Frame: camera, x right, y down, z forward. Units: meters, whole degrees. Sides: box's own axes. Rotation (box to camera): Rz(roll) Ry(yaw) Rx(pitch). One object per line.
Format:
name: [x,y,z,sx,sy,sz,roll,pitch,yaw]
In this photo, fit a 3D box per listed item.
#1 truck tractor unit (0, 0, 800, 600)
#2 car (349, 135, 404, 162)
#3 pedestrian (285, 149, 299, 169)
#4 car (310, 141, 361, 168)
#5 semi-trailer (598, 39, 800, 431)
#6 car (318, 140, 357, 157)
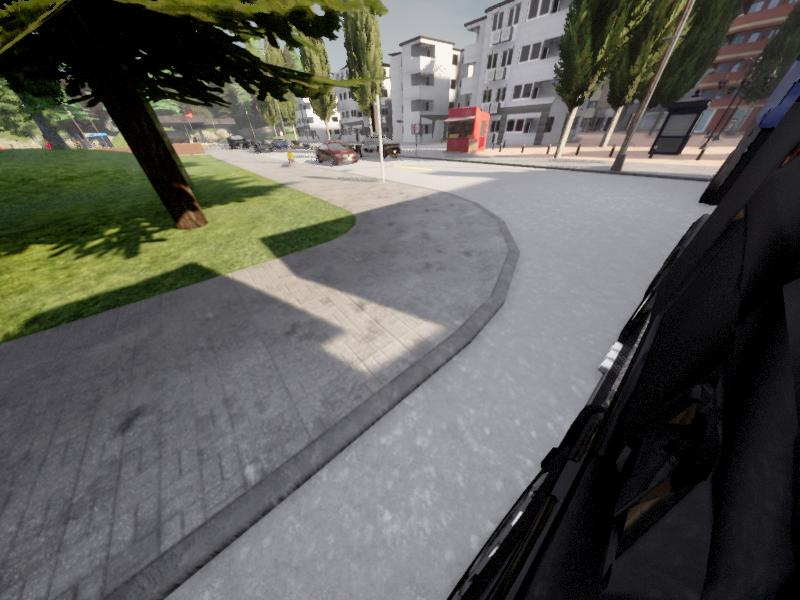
truck tractor unit: [2.645,-0.295,0.351,6.516,4.208,3.053,-28,44,-30]
car: [-2.098,-13.160,19.968,1.930,1.638,5.238,-28,44,-30]
pedestrian: [-7.523,-9.858,16.137,0.500,1.100,0.500,-5,37,-4]
car: [-5.111,-11.460,18.052,1.812,1.442,4.674,-27,43,-29]
semi-trailer: [8.704,-3.602,4.220,14.254,4.402,2.717,-28,44,-30]
car: [-6.687,-16.217,24.624,1.895,1.301,4.718,-28,44,-30]
